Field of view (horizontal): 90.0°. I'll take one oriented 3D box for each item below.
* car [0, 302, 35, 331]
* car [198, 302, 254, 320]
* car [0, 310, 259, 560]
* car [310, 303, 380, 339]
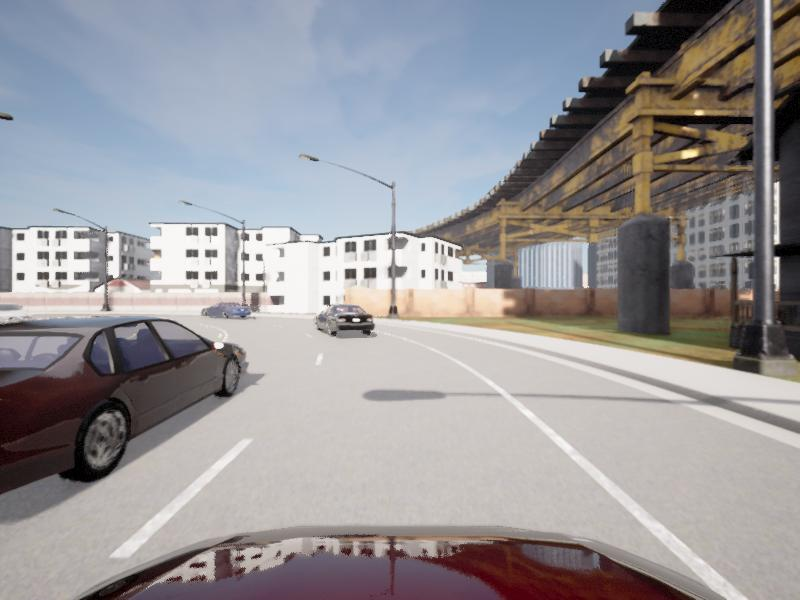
[{"bbox_3d":[-21.823,0.866,21.996,4.674,1.442,1.812,0,0,38],"label":"car"},{"bbox_3d":[-15.068,0.888,34.570,5.357,1.411,2.033,0,0,36],"label":"car"},{"bbox_3d":[-3.580,0.894,4.884,2.033,1.411,5.357,0,0,-2],"label":"car"},{"bbox_3d":[-2.791,0.891,19.107,2.033,1.411,5.357,0,0,-22],"label":"car"}]
